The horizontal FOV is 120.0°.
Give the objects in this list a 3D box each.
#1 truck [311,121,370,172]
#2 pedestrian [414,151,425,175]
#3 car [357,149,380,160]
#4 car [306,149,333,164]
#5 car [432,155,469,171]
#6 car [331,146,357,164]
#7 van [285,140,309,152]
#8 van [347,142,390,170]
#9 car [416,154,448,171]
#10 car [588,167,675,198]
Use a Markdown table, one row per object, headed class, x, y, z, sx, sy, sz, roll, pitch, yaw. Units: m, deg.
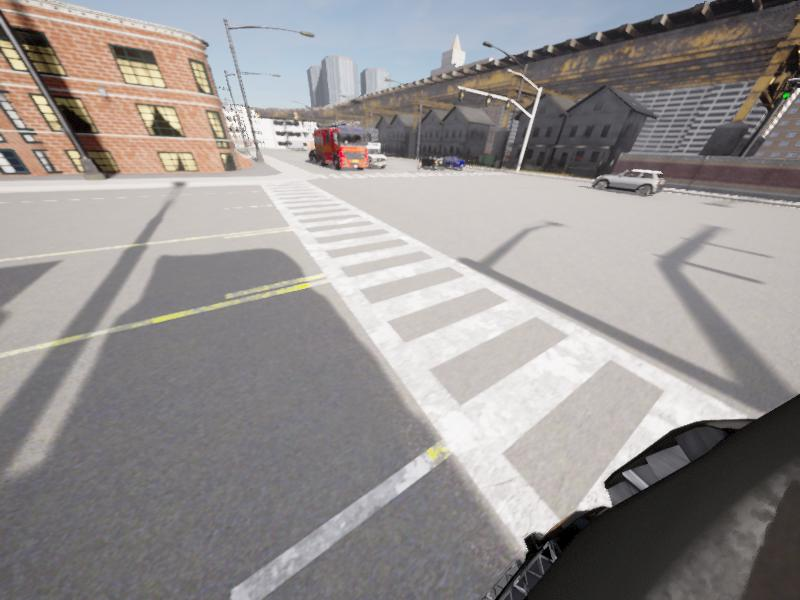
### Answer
| class | x | y | z | sx | sy | sz | roll | pitch | yaw |
| --- | --- | --- | --- | --- | --- | --- | --- | --- | --- |
| truck | -6.415 | -16.120 | 24.349 | 2.891 | 3.827 | 8.468 | -17 | 38 | -27 |
| pedestrian | 1.832 | -12.975 | 21.920 | 0.751 | 1.860 | 0.751 | 15 | 35 | 18 |
| car | -6.084 | -27.824 | 44.144 | 1.837 | 1.490 | 4.892 | -26 | 43 | -36 |
| car | -10.719 | -19.068 | 30.604 | 1.837 | 1.490 | 4.892 | -17 | 38 | -27 |
| car | 6.477 | -17.858 | 30.037 | 1.812 | 1.442 | 4.674 | -17 | 38 | -27 |
| car | -7.911 | -20.308 | 32.325 | 1.932 | 1.855 | 4.605 | -17 | 38 | -27 |
| van | -29.232 | -43.763 | 65.575 | 5.915 | 2.561 | 1.988 | 13 | 35 | 15 |
| van | -3.717 | -16.747 | 26.750 | 2.351 | 2.431 | 6.366 | -17 | 38 | -27 |
| car | 3.809 | -16.706 | 28.007 | 1.789 | 1.549 | 3.705 | -17 | 38 | -27 |
| car | 16.562 | -8.597 | 16.745 | 1.970 | 1.475 | 3.806 | -17 | 38 | -27 |
